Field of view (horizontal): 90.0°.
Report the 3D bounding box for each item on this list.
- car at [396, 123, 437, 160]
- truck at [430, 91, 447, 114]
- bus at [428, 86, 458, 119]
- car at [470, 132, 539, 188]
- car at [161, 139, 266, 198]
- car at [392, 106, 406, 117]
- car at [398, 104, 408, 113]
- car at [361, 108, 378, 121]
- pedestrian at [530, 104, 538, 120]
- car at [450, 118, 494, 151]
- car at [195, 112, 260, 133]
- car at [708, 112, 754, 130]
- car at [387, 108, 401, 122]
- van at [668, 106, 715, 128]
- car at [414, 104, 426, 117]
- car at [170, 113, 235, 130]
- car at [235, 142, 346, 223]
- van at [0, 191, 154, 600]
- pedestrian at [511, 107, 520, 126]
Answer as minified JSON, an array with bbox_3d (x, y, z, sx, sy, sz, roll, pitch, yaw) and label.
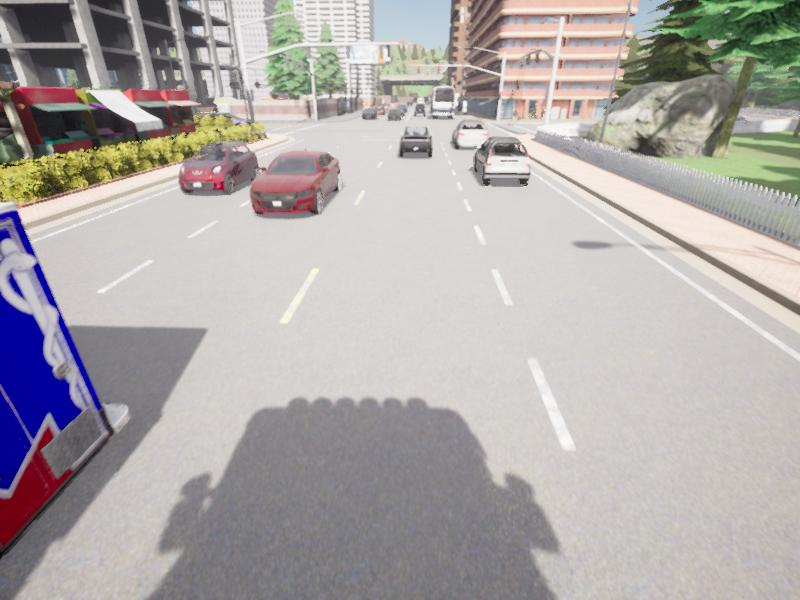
[{"bbox_3d":[0.950,-9.241,23.144,2.128,1.511,4.902,1,27,2],"label":"car"},{"bbox_3d":[7.526,-39.080,79.098,2.891,3.827,8.468,1,27,2],"label":"truck"},{"bbox_3d":[6.487,-30.688,62.174,3.944,4.253,10.273,1,27,2],"label":"bus"},{"bbox_3d":[4.087,-5.822,16.343,1.851,1.617,3.988,1,27,2],"label":"car"},{"bbox_3d":[-6.526,-4.868,14.534,1.845,1.501,3.633,1,27,2],"label":"car"},{"bbox_3d":[-0.129,-32.008,67.882,2.033,1.411,5.357,1,27,2],"label":"car"},{"bbox_3d":[0.578,-38.674,80.847,1.837,1.490,4.892,1,27,2],"label":"car"},{"bbox_3d":[-4.246,-26.301,56.542,1.882,1.535,5.008,1,27,2],"label":"car"},{"bbox_3d":[18.224,-25.528,54.283,0.751,1.860,0.751,7,28,13],"label":"pedestrian"},{"bbox_3d":[4.671,-11.116,26.653,2.242,1.667,4.611,1,27,3],"label":"car"},{"bbox_3d":[-15.870,-16.452,36.984,4.856,1.649,2.033,1,27,2],"label":"car"},{"bbox_3d":[34.426,-18.657,41.605,4.193,1.474,1.816,-14,30,-25],"label":"car"},{"bbox_3d":[-0.779,-25.390,54.818,1.837,1.490,4.892,0,27,1],"label":"car"},{"bbox_3d":[31.899,-20.074,43.815,4.442,1.987,1.775,-13,30,-24],"label":"van"},{"bbox_3d":[3.326,-31.716,66.811,1.905,1.878,3.866,1,27,2],"label":"car"},{"bbox_3d":[-19.781,-18.019,40.304,5.357,1.411,2.033,1,27,2],"label":"car"},{"bbox_3d":[-3.124,-3.921,12.675,1.882,1.535,5.008,1,27,2],"label":"car"},{"bbox_3d":[-3.766,1.721,0.634,2.351,2.431,6.366,1,27,2],"label":"van"},{"bbox_3d":[12.650,-20.080,43.861,0.751,1.860,0.751,5,27,10],"label":"pedestrian"}]
